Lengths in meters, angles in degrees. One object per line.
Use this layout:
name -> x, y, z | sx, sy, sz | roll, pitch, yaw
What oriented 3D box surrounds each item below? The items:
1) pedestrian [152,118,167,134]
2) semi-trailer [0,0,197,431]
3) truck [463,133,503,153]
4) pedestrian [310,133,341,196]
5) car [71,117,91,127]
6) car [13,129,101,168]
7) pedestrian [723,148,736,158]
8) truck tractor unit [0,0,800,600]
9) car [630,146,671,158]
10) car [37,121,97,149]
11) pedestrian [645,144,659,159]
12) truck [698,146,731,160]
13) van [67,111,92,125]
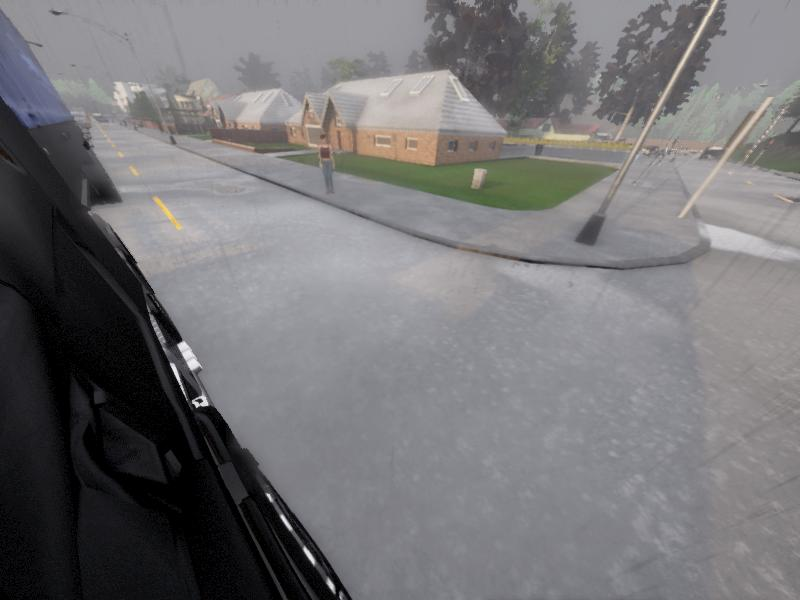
pedestrian -> -36.165, -26.148, 34.773 | 0.751, 1.860, 0.751 | 31, 45, 32
semi-trailer -> -8.480, -3.738, 4.441 | 14.254, 4.402, 2.717 | 31, 45, 32
truck -> 11.646, -22.326, 32.727 | 4.478, 2.038, 2.069 | 31, 45, 32
pedestrian -> -2.599, -4.807, 8.249 | 0.751, 1.860, 0.751 | -5, 37, -11
car -> -63.978, -35.707, 46.380 | 4.181, 1.385, 1.994 | 31, 45, 33
car -> -18.143, -8.248, 12.437 | 4.181, 1.385, 1.994 | 31, 45, 33
pedestrian -> 74.204, -33.118, 52.041 | 0.751, 1.860, 0.751 | -24, 44, -32
truck tractor unit -> -2.645, -0.295, 0.352 | 6.516, 4.208, 3.053 | 28, 44, 30
car -> 48.665, -28.925, 44.994 | 2.038, 1.542, 4.974 | -21, 43, -29
car -> -25.878, -12.949, 18.122 | 4.514, 1.525, 2.007 | 31, 45, 32
pedestrian -> 39.714, -23.411, 36.433 | 0.751, 1.860, 0.751 | 31, 45, 33
truck -> 61.737, -28.813, 45.337 | 6.274, 2.098, 2.390 | -20, 42, -28
van -> -72.977, -41.543, 52.745 | 6.366, 2.431, 2.351 | 31, 45, 32
